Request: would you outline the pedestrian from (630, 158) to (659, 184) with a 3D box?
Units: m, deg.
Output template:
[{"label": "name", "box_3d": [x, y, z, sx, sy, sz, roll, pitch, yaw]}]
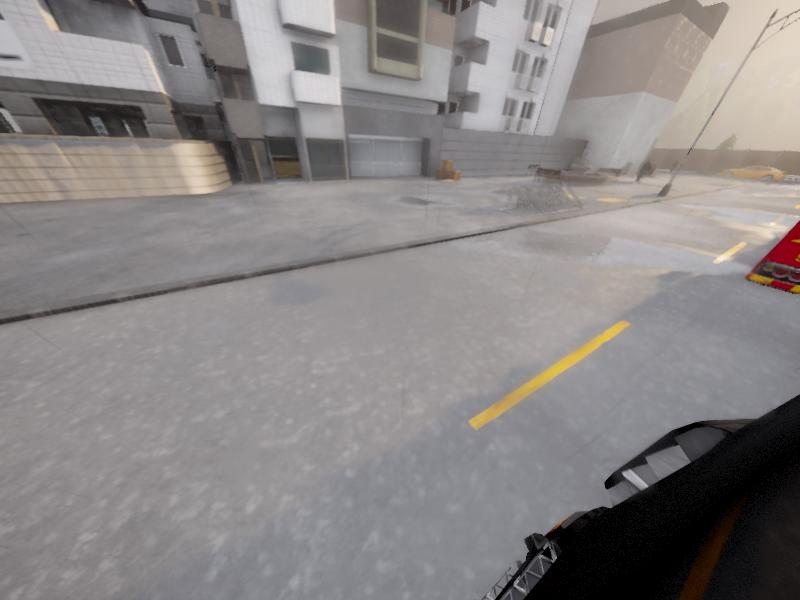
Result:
[{"label": "pedestrian", "box_3d": [20.197, -10.677, 19.130, 0.751, 1.860, 0.751, -19, 39, -28]}]

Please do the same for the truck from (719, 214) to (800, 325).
[{"label": "truck", "box_3d": [10.343, -1.984, 4.002, 8.468, 3.827, 2.891, -16, 38, -26]}]

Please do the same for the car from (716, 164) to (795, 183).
[{"label": "car", "box_3d": [43.595, -15.700, 28.537, 1.882, 1.535, 5.008, -16, 38, -26]}]
